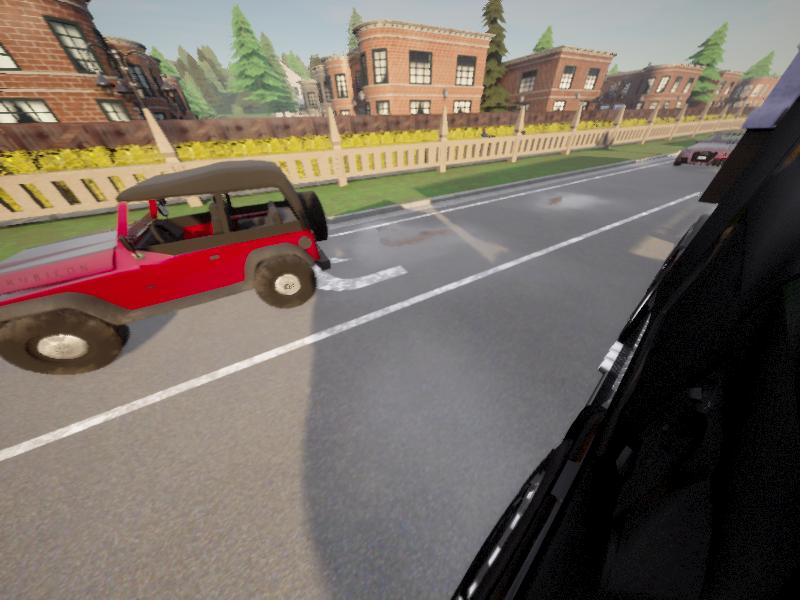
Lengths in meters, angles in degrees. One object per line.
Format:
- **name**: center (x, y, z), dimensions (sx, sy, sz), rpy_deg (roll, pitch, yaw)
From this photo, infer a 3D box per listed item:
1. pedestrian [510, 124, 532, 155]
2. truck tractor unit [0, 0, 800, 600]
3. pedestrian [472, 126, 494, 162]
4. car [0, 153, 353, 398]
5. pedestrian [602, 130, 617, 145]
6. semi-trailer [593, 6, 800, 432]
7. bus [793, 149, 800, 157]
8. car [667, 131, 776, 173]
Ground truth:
- **pedestrian**: center (9.139, -12.148, 17.514), dimensions (0.751, 1.860, 0.751), rpy_deg (-20, 40, -22)
- **truck tractor unit**: center (2.645, -0.295, 0.351), dimensions (6.516, 4.208, 3.053), rpy_deg (-28, 44, -30)
- **pedestrian**: center (5.376, -10.181, 15.114), dimensions (0.751, 1.860, 0.751), rpy_deg (-22, 41, -23)
- **car**: center (-2.980, -0.792, 3.325), dimensions (3.866, 1.878, 1.905), rpy_deg (-20, 40, -22)
- **pedestrian**: center (19.492, -15.156, 21.532), dimensions (0.500, 1.100, 0.500), rpy_deg (-20, 40, -22)
- **semi-trailer**: center (8.968, -3.399, 3.952), dimensions (14.254, 4.402, 2.717), rpy_deg (-25, 42, -27)
- **bus**: center (28.043, -10.599, 12.548), dimensions (10.273, 4.253, 3.944), rpy_deg (-20, 40, -22)
- **car**: center (16.078, -7.538, 11.608), dimensions (4.181, 1.385, 1.994), rpy_deg (-20, 40, -22)
